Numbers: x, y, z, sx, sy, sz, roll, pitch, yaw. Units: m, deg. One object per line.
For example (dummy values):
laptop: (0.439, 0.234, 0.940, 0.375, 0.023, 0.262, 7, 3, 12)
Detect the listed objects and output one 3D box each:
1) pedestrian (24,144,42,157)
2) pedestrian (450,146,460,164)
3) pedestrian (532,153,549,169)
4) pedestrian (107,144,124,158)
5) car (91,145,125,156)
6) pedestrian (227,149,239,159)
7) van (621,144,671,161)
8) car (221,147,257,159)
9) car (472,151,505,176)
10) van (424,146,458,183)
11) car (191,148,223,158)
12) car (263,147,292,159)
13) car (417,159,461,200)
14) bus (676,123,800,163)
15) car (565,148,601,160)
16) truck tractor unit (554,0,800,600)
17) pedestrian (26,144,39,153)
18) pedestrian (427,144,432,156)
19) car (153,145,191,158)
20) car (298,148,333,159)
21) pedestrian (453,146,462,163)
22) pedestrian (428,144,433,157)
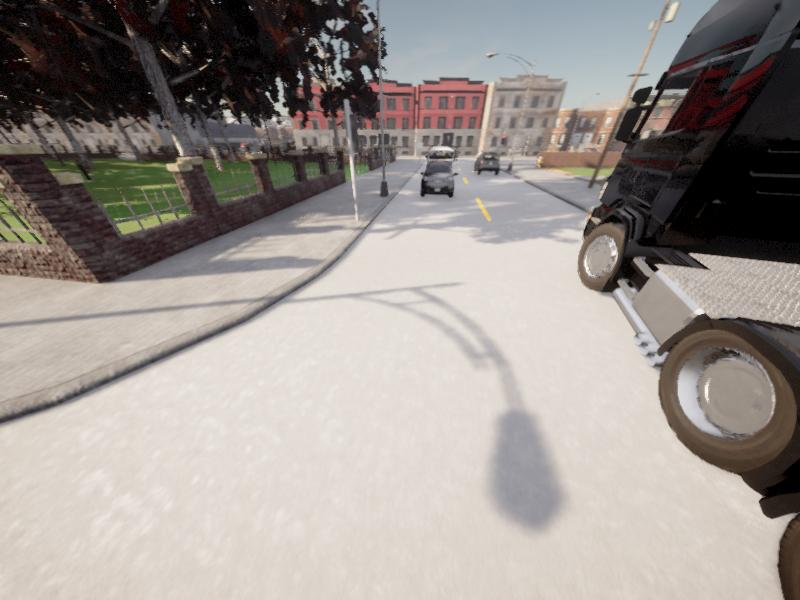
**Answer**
pedestrian: (-65.550, -26.701, 41.254, 0.751, 1.860, 0.751, 10, 36, 14)
pedestrian: (6.820, -17.851, 28.484, 0.751, 1.860, 0.751, 18, 38, 24)
pedestrian: (13.437, -13.321, 22.157, 0.751, 1.300, 0.751, -9, 35, -13)
pedestrian: (-46.611, -24.382, 37.859, 0.751, 1.860, 0.751, 5, 35, 7)
car: (-59.239, -30.423, 46.890, 3.866, 1.878, 1.905, 5, 35, 7)
pedestrian: (-25.492, -22.289, 35.289, 0.751, 1.300, 0.751, 5, 35, 7)
van: (36.636, -22.035, 34.521, 4.442, 1.987, 1.775, 5, 35, 7)
car: (-27.533, -25.204, 39.577, 4.514, 1.525, 2.007, 5, 35, 7)
car: (7.627, -12.039, 20.257, 1.851, 1.617, 3.988, 5, 35, 7)
van: (3.000, -10.125, 17.078, 2.069, 2.038, 4.480, 5, 35, 7)
car: (-33.683, -25.724, 40.383, 3.806, 1.475, 1.970, 5, 35, 8)
car: (-20.428, -24.590, 38.653, 3.705, 1.549, 1.789, 5, 35, 7)
car: (2.035, -6.451, 12.161, 1.845, 1.501, 3.633, 5, 35, 7)
bus: (47.565, -21.926, 32.347, 10.273, 4.253, 3.944, 5, 35, 7)
car: (28.230, -22.585, 35.730, 3.633, 1.501, 1.845, 5, 35, 7)
truck tractor unit: (4.095, -0.782, 1.488, 3.053, 4.208, 6.516, 12, 36, 16)
pedestrian: (-85.381, -35.217, 53.706, 0.751, 1.860, 0.751, 27, 43, 33)
pedestrian: (5.520, -27.748, 42.760, 0.751, 1.860, 0.751, 1, 34, 2)
car: (-40.577, -26.498, 41.160, 4.605, 1.855, 1.932, 5, 35, 7)
car: (-13.776, -23.979, 37.811, 4.892, 1.490, 1.837, 5, 35, 7)
pedestrian: (7.348, -18.641, 29.637, 0.751, 1.860, 0.751, 11, 36, 15)
pedestrian: (5.447, -26.776, 41.340, 0.751, 1.860, 0.751, -4, 35, -6)
